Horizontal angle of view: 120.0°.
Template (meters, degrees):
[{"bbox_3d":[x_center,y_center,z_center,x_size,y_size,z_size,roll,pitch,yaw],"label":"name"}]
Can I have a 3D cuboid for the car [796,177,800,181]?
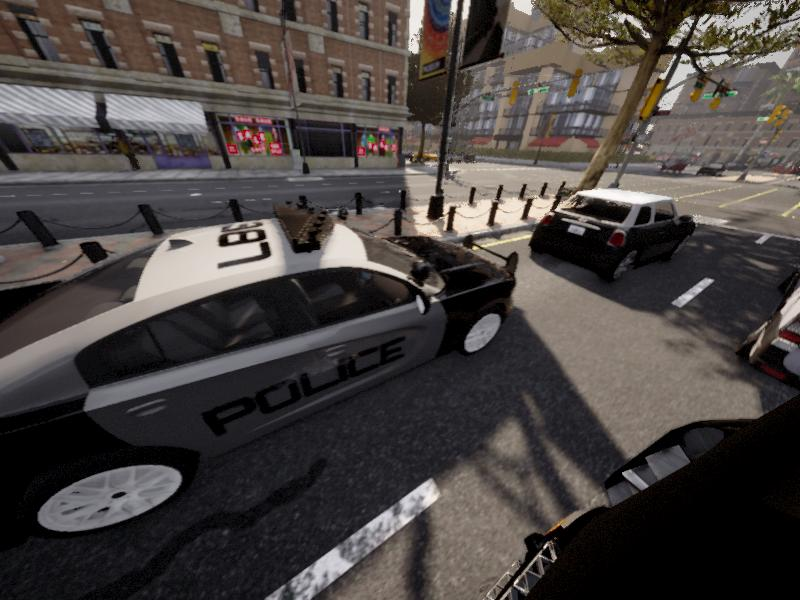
[{"bbox_3d":[54.773,-16.407,30.186,5.027,1.651,2.152,-16,38,-26],"label":"car"}]

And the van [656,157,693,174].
[{"bbox_3d":[40.072,-19.661,33.745,4.442,1.987,1.775,-16,38,-26],"label":"van"}]

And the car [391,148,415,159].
[{"bbox_3d":[0.482,-26.423,41.697,3.806,1.475,1.970,27,41,32],"label":"car"}]

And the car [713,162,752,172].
[{"bbox_3d":[66.804,-26.726,46.438,5.357,1.411,2.033,-5,35,-10],"label":"car"}]

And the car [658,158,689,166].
[{"bbox_3d":[72.485,-36.514,61.222,1.837,1.490,4.892,-16,38,-25],"label":"car"}]

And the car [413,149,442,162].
[{"bbox_3d":[4.358,-23.439,37.429,1.801,1.575,5.366,-17,38,-26],"label":"car"}]

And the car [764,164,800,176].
[{"bbox_3d":[73.910,-25.044,44.290,1.851,1.617,3.988,9,34,9],"label":"car"}]

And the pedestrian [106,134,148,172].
[{"bbox_3d":[-16.111,-8.698,13.710,0.751,1.860,0.751,-16,38,-25],"label":"pedestrian"}]

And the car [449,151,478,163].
[{"bbox_3d":[10.803,-24.776,39.900,1.837,1.490,4.892,-16,39,-26],"label":"car"}]

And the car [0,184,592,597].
[{"bbox_3d":[-0.771,-0.080,2.429,5.238,1.638,1.930,-16,38,-26],"label":"car"}]

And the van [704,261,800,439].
[{"bbox_3d":[6.533,-0.331,2.463,5.915,2.561,1.988,-16,38,-26],"label":"van"}]

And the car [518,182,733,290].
[{"bbox_3d":[5.130,-1.745,5.419,3.806,1.475,1.970,-15,38,-24],"label":"car"}]

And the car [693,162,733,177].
[{"bbox_3d":[43.875,-18.376,32.392,5.238,1.638,1.930,-16,38,-26],"label":"car"}]

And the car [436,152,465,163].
[{"bbox_3d":[8.230,-23.374,37.835,1.895,1.301,4.718,-17,38,-26],"label":"car"}]

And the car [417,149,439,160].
[{"bbox_3d":[5.041,-26.593,42.240,1.970,1.475,3.806,-17,38,-26],"label":"car"}]
